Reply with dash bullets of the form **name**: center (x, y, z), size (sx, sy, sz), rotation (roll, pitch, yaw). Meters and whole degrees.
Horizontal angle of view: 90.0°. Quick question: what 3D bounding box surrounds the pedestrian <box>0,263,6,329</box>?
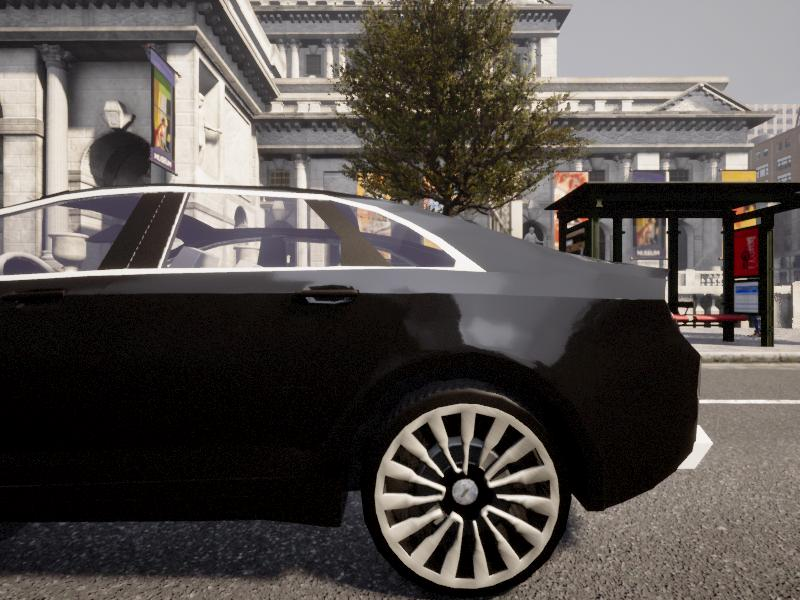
- **pedestrian**: center (-11.527, -0.115, 10.966), size (0.751, 1.860, 0.751), rotation (0, 0, -8)

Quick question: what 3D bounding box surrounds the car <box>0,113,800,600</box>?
- **car**: center (-1.169, 0.236, 2.211), size (4.902, 1.511, 2.128), rotation (0, 0, 1)

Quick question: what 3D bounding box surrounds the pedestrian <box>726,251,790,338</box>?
- **pedestrian**: center (7.903, -0.115, 8.872), size (0.751, 1.860, 0.751), rotation (0, 0, 2)
